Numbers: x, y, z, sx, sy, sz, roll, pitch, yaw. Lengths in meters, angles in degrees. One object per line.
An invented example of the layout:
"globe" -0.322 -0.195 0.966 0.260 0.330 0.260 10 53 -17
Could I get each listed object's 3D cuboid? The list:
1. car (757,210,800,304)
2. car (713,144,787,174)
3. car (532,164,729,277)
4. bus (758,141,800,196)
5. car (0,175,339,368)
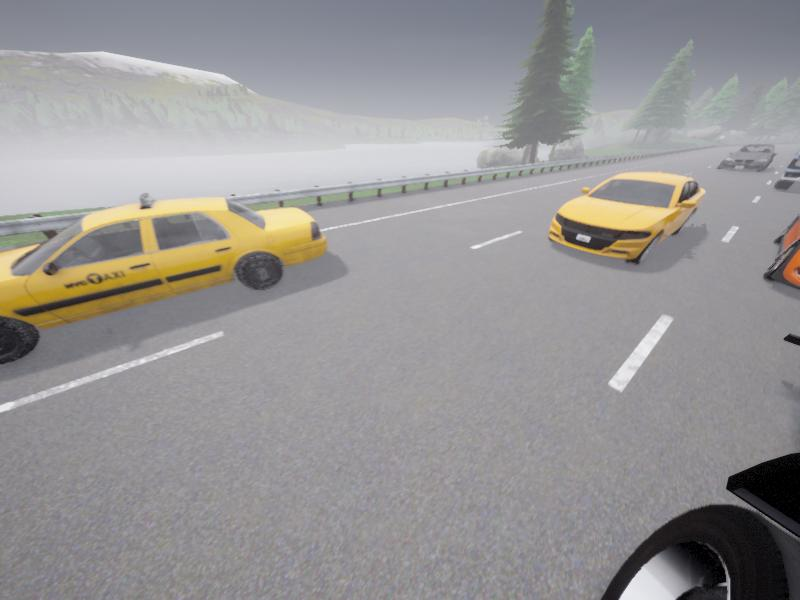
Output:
"car" 8.664 -1.125 3.862 4.553 1.767 2.097 -22 41 -28
"car" 26.370 -10.736 17.427 4.611 1.667 2.242 -22 40 -27
"car" 5.885 -2.348 5.844 5.008 1.535 1.882 -22 41 -28
"bus" 22.390 -7.649 10.855 10.273 4.253 3.944 -22 41 -28
"car" -3.988 -0.801 3.700 5.366 1.575 1.801 -22 41 -28
